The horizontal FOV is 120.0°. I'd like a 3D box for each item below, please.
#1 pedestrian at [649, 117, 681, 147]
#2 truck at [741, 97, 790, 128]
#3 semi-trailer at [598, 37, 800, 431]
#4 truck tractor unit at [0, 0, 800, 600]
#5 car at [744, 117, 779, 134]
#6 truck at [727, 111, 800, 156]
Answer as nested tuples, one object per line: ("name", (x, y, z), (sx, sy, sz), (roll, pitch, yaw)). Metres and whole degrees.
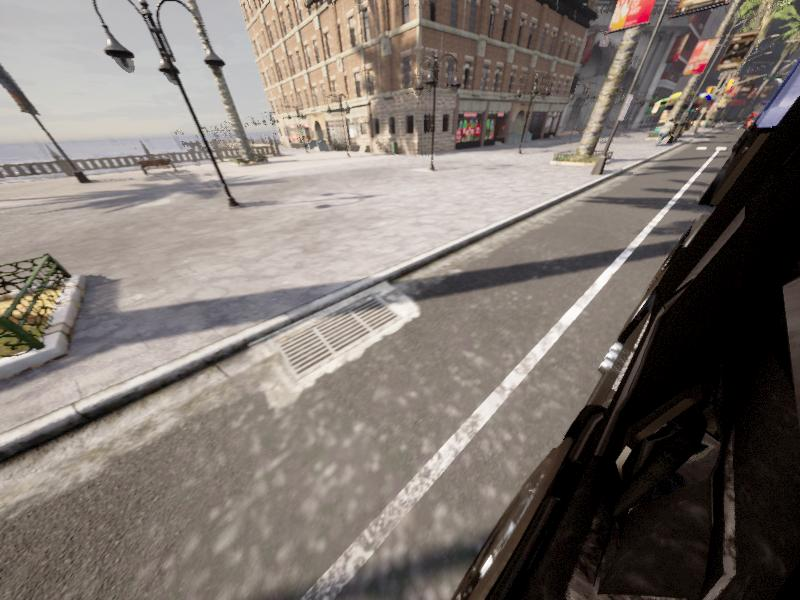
("pedestrian", (21.350, -13.535, 18.661), (0.751, 1.860, 0.751), (-15, 38, -16))
("truck", (64.834, -33.248, 41.102), (8.468, 3.827, 2.891), (-28, 43, -30))
("semi-trailer", (8.718, -3.580, 4.226), (14.254, 4.402, 2.717), (-28, 43, -30))
("truck tractor unit", (2.645, -0.295, 0.351), (6.516, 4.208, 3.053), (-28, 44, -30))
("car", (45.002, -21.767, 28.811), (3.705, 1.549, 1.789), (-28, 44, -30))
("truck", (24.690, -11.140, 15.337), (6.274, 2.098, 2.390), (-27, 43, -29))
